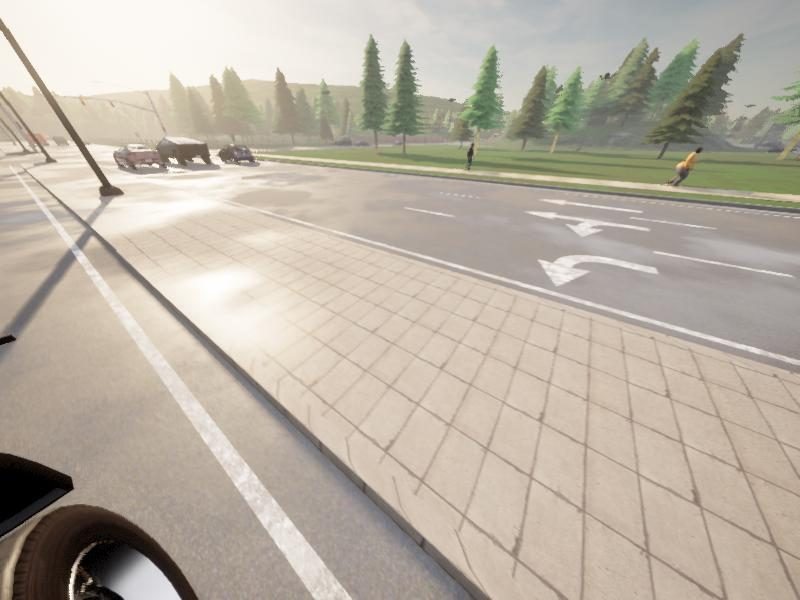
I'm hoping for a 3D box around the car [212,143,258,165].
[{"bbox_3d":[-16.498,-14.621,23.056,3.988,1.617,1.851,22,40,27],"label":"car"}]

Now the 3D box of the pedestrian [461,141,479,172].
[{"bbox_3d":[5.042,-10.334,16.680,0.751,1.860,0.751,22,41,28],"label":"pedestrian"}]

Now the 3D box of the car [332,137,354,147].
[{"bbox_3d":[-15.832,-44.119,64.482,2.150,2.045,5.566,22,41,28],"label":"car"}]

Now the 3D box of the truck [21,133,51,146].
[{"bbox_3d":[-85.124,-37.530,54.050,5.204,2.467,2.627,22,41,28],"label":"truck"}]

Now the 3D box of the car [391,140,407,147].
[{"bbox_3d":[-0.273,-46.040,67.882,2.128,1.511,4.902,22,41,28],"label":"car"}]

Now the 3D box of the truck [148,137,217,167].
[{"bbox_3d":[-20.340,-13.913,21.583,6.274,2.098,2.390,22,40,28],"label":"truck"}]

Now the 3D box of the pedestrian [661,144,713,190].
[{"bbox_3d":[14.178,-6.615,11.505,0.751,1.860,0.751,23,41,29],"label":"pedestrian"}]

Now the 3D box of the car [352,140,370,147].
[{"bbox_3d":[-10.278,-41.412,61.169,1.837,1.490,4.892,22,41,28],"label":"car"}]

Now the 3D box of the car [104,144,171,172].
[{"bbox_3d":[-21.431,-11.705,18.861,5.027,1.651,2.152,22,40,27],"label":"car"}]
